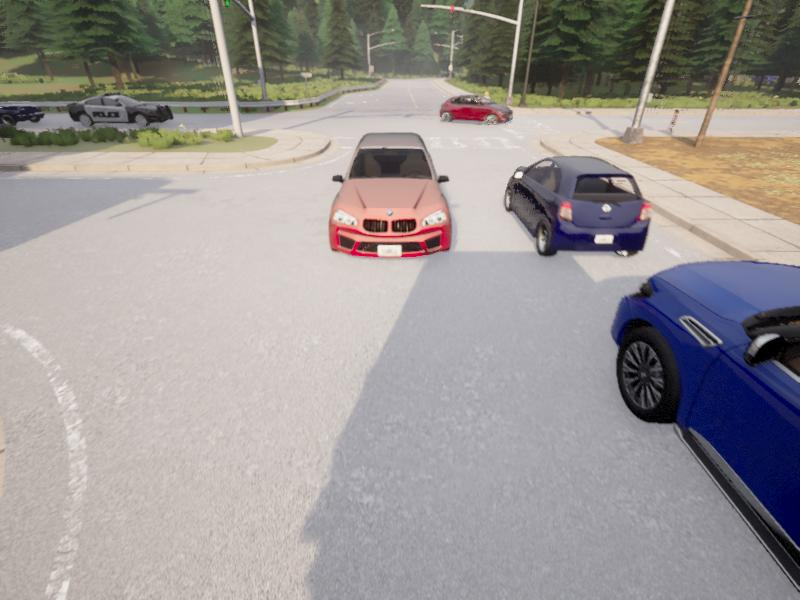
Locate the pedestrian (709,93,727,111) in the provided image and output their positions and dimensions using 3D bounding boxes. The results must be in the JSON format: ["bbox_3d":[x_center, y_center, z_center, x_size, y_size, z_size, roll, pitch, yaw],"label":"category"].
[{"bbox_3d":[22.554,-14.050,28.359,0.500,1.100,0.500,-1,31,-2],"label":"pedestrian"}]

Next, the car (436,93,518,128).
[{"bbox_3d":[4.381,-11.047,23.189,4.193,1.474,1.816,18,35,27],"label":"car"}]

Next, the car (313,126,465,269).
[{"bbox_3d":[-0.183,-2.411,8.307,2.242,1.667,4.611,0,31,-1],"label":"car"}]

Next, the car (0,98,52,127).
[{"bbox_3d":[-23.009,-10.591,22.565,4.718,1.301,1.895,0,31,0],"label":"car"}]

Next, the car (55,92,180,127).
[{"bbox_3d":[-15.652,-10.696,22.419,5.238,1.638,1.930,0,31,0],"label":"car"}]

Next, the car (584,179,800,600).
[{"bbox_3d":[3.364,1.114,2.021,2.150,2.045,5.566,0,31,0],"label":"car"}]

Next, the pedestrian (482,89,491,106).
[{"bbox_3d":[6.792,-15.912,31.424,0.500,1.100,0.500,13,33,21],"label":"pedestrian"}]

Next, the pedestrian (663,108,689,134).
[{"bbox_3d":[12.936,-8.396,18.769,0.500,1.100,0.500,-1,31,-1],"label":"pedestrian"}]

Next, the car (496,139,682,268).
[{"bbox_3d":[3.318,-2.116,7.986,1.845,1.501,3.633,0,31,-1],"label":"car"}]
